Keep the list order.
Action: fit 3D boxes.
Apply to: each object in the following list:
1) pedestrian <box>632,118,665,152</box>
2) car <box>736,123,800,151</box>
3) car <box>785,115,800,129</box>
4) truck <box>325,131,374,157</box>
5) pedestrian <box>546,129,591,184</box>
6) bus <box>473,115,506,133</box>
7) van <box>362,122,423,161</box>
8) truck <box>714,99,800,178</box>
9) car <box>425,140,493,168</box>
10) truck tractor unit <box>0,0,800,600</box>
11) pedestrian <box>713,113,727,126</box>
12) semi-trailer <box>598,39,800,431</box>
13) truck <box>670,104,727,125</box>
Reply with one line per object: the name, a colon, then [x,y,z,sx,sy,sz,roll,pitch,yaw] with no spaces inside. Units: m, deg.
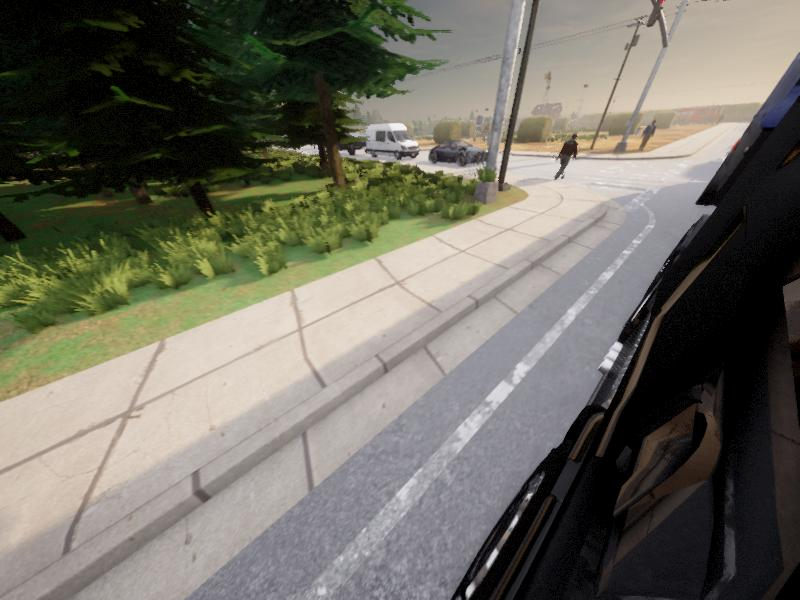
pedestrian: [17.249,-11.448,16.087,0.751,1.860,0.751,18,41,26]
car: [26.437,-11.802,16.672,4.181,1.385,1.994,-29,44,-30]
car: [55.593,-24.670,31.949,3.705,1.549,1.789,-28,44,-30]
truck: [-5.713,-17.446,25.727,2.390,2.098,6.274,-27,43,-29]
pedestrian: [7.045,-6.024,9.749,0.751,1.860,0.751,-23,41,-25]
bus: [28.522,-56.349,73.895,10.273,4.253,3.944,-25,42,-27]
van: [-0.784,-14.105,20.563,1.988,2.561,5.915,-27,43,-29]
truck: [17.607,-7.563,10.590,5.204,2.467,2.627,-30,44,-28]
car: [3.947,-10.305,16.143,1.994,1.385,4.181,-27,43,-29]
truck tractor unit: [2.645,-0.295,0.351,6.516,4.208,3.053,-28,44,-30]
pedestrian: [63.886,-35.996,46.064,0.751,1.860,0.751,-24,42,-26]
semi-trailer: [8.697,-3.593,4.249,14.254,4.402,2.717,-28,43,-30]
truck: [79.998,-49.740,62.180,2.891,3.827,8.468,-27,43,-29]
